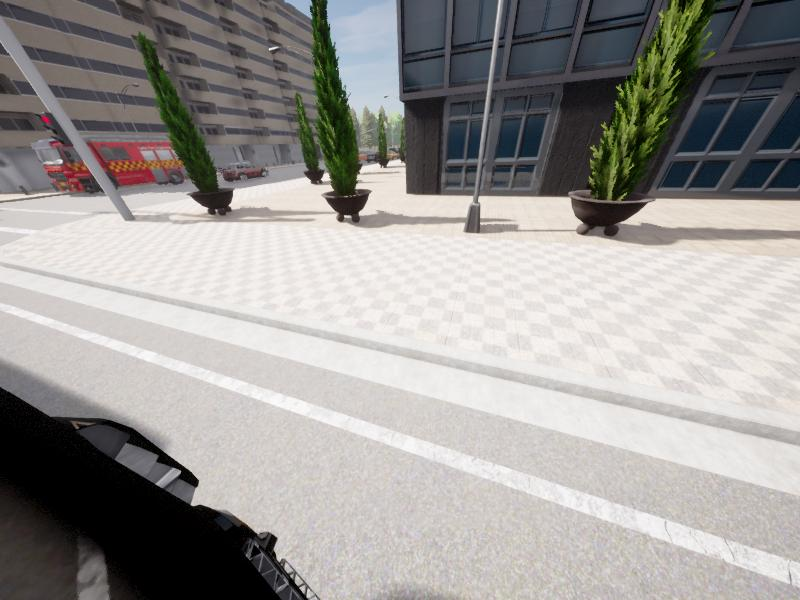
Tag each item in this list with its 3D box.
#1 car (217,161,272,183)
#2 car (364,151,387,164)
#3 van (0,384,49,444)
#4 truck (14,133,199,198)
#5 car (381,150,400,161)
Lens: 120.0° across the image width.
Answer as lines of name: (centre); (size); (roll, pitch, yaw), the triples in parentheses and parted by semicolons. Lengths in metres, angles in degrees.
car: (-14.852, -12.418, 22.309); (1.970, 1.475, 3.806); (9, 35, 17)
car: (-4.026, -24.213, 39.157); (2.007, 1.525, 4.514); (9, 35, 17)
van: (-6.108, 0.532, 1.813); (4.442, 1.987, 1.775); (9, 35, 17)
truck: (-23.211, -11.555, 19.534); (2.891, 3.827, 8.468); (9, 35, 17)
car: (-1.701, -28.040, 44.680); (1.801, 1.575, 5.366); (9, 35, 17)
